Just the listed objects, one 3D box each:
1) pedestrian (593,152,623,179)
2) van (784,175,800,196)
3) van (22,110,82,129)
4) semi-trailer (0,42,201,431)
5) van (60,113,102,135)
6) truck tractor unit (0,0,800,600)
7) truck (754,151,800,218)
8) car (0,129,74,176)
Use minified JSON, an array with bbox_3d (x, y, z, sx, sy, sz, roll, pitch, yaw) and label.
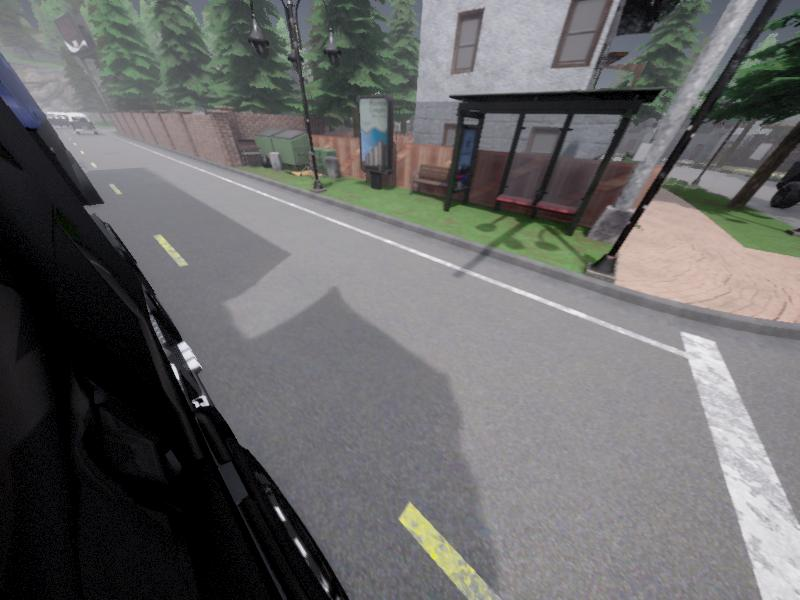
[{"bbox_3d":[12.727,-8.293,14.206,0.751,1.300,0.751,16,39,17],"label":"pedestrian"},{"bbox_3d":[22.760,-5.845,11.305,1.775,1.987,4.442,19,40,20],"label":"van"},{"bbox_3d":[-51.523,-26.740,34.362,2.069,2.038,4.480,27,43,29],"label":"van"},{"bbox_3d":[-8.691,-3.611,4.235,14.254,4.402,2.717,28,44,30],"label":"semi-trailer"},{"bbox_3d":[-38.750,-21.391,28.081,4.480,2.038,2.069,28,44,30],"label":"van"},{"bbox_3d":[-2.645,-0.295,0.351,6.516,4.208,3.053,28,44,30],"label":"truck tractor unit"},{"bbox_3d":[16.377,-3.595,7.773,2.390,2.098,6.274,22,41,23],"label":"truck"},{"bbox_3d":[-17.073,-6.818,10.533,4.181,1.385,1.994,28,43,30],"label":"car"}]
